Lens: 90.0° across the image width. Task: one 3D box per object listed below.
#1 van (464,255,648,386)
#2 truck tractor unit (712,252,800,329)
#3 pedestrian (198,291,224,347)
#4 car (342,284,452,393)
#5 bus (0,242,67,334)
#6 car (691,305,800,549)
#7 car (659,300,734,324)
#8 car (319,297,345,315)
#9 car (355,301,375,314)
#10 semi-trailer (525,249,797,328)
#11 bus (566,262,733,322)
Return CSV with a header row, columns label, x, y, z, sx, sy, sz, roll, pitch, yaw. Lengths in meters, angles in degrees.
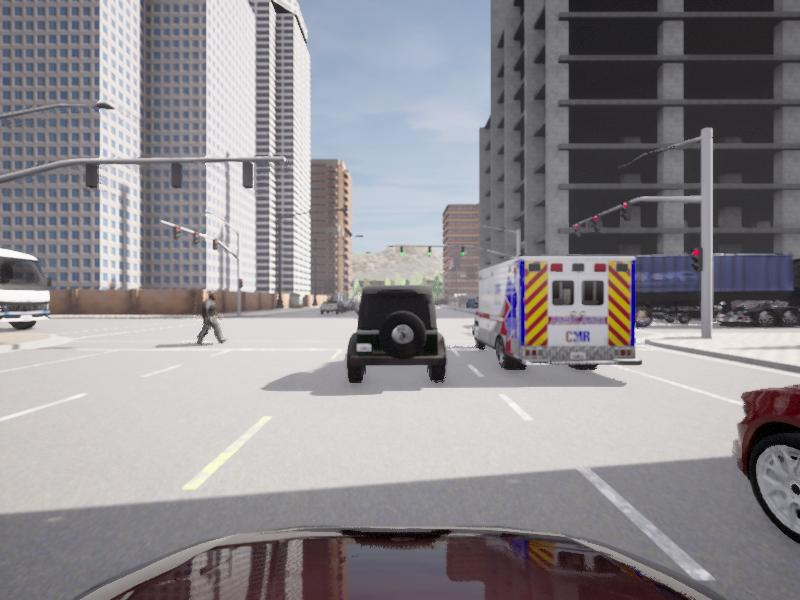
label,x,y,z,sx,sy,sz,roll,pitch,yaw
van,3.410,0.369,10.624,2.351,2.431,6.366,0,0,-1
truck tractor unit,22.855,-0.538,23.606,6.516,4.208,3.053,0,0,0
pedestrian,-6.504,0.626,13.777,0.751,1.860,0.751,0,0,-21
car,-0.069,0.641,8.816,1.905,1.878,3.866,0,0,-1
bus,-23.609,-0.551,20.205,10.273,4.253,3.944,0,0,0
car,3.490,0.822,0.986,1.882,1.535,5.008,0,0,0
car,20.006,0.792,27.104,3.705,1.549,1.789,0,0,0
car,-7.449,0.615,44.319,1.932,1.855,4.605,0,0,2
car,-3.966,0.815,45.636,1.970,1.475,3.806,0,0,1
semi-trailer,14.940,-0.636,23.599,14.254,4.402,2.717,0,0,0
bus,18.626,-0.560,30.481,10.273,4.253,3.944,0,0,0
